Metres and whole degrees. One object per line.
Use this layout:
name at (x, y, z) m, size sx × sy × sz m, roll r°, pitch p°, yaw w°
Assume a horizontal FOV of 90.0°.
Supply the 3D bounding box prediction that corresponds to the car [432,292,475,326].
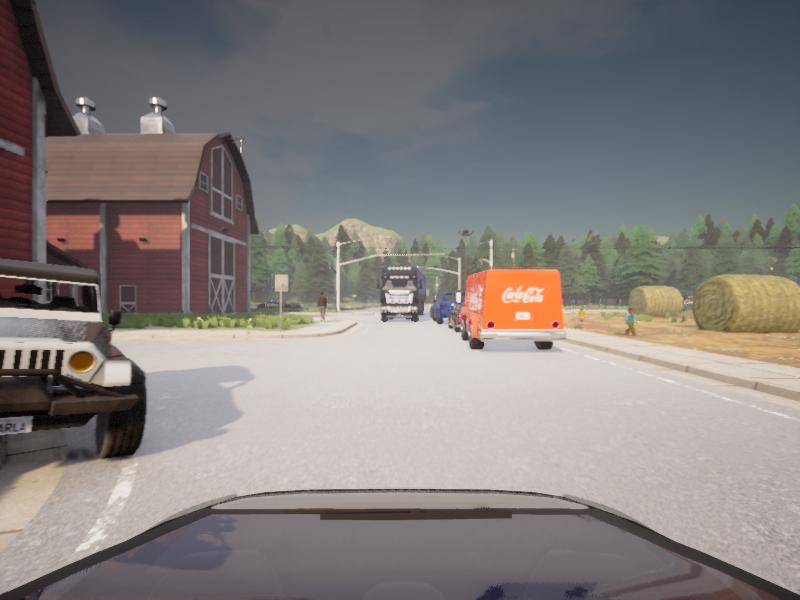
car at (3.469, 0.540, 26.987) m, size 2.150 × 2.045 × 5.566 m, roll 0°, pitch 0°, yaw 0°

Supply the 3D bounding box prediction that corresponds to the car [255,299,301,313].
car at (-15.369, 0.742, 50.697) m, size 5.238 × 1.638 × 1.930 m, roll 0°, pitch 0°, yaw 1°

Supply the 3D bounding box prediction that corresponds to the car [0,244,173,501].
car at (-4.169, 0.481, 4.410) m, size 1.905 × 1.878 × 3.866 m, roll 8°, pitch -3°, yaw -42°

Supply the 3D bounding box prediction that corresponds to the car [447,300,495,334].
car at (3.482, 0.793, 20.355) m, size 1.789 × 1.549 × 3.705 m, roll 0°, pitch 0°, yaw 0°

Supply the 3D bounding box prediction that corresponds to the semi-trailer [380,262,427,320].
semi-trailer at (0.707, -0.664, 37.491) m, size 2.717 × 4.402 × 14.254 m, roll 0°, pitch 0°, yaw 7°

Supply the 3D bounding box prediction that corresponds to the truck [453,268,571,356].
truck at (3.488, 0.340, 13.844) m, size 2.627 × 2.467 × 5.204 m, roll 0°, pitch 0°, yaw 0°

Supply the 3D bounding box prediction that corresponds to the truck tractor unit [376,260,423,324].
truck tractor unit at (-0.031, -0.559, 29.615) m, size 3.053 × 4.208 × 6.516 m, roll 0°, pitch 0°, yaw 0°

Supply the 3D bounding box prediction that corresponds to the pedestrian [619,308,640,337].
pedestrian at (8.838, 0.849, 15.404) m, size 0.500 × 1.100 × 0.500 m, roll 0°, pitch 0°, yaw -14°

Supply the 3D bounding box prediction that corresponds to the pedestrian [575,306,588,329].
pedestrian at (8.807, 0.845, 19.385) m, size 0.500 × 1.100 × 0.500 m, roll 0°, pitch 0°, yaw 14°

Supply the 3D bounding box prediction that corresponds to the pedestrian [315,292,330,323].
pedestrian at (-4.852, 0.457, 25.041) m, size 0.751 × 1.860 × 0.751 m, roll 0°, pitch 0°, yaw -30°
